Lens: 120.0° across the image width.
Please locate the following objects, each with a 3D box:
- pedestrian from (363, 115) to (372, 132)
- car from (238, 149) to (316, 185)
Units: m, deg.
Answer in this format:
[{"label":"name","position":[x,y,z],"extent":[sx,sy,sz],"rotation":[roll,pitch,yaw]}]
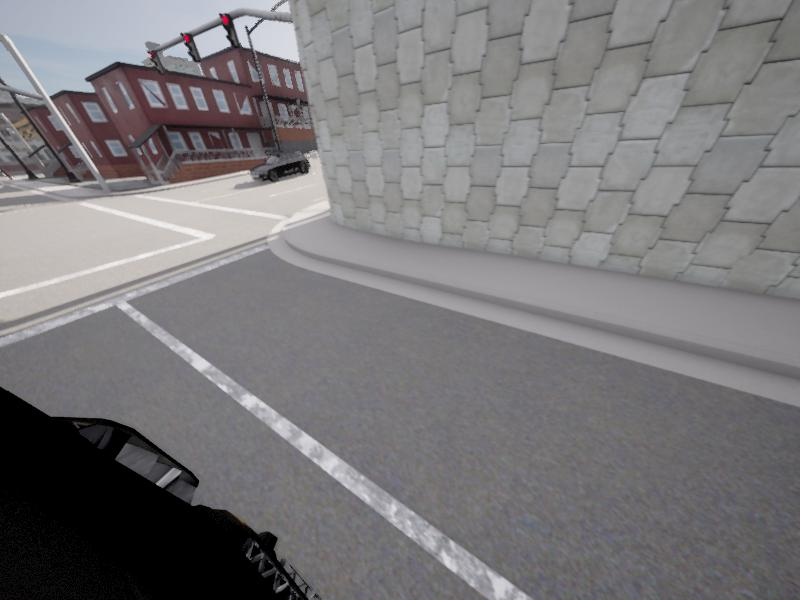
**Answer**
[{"label":"pedestrian","position":[-4.763,-25.990,34.060],"extent":[0.751,1.860,0.751],"rotation":[15,38,25]},{"label":"car","position":[-9.229,-10.396,17.887],"extent":[2.033,1.649,4.856],"rotation":[16,43,26]}]
